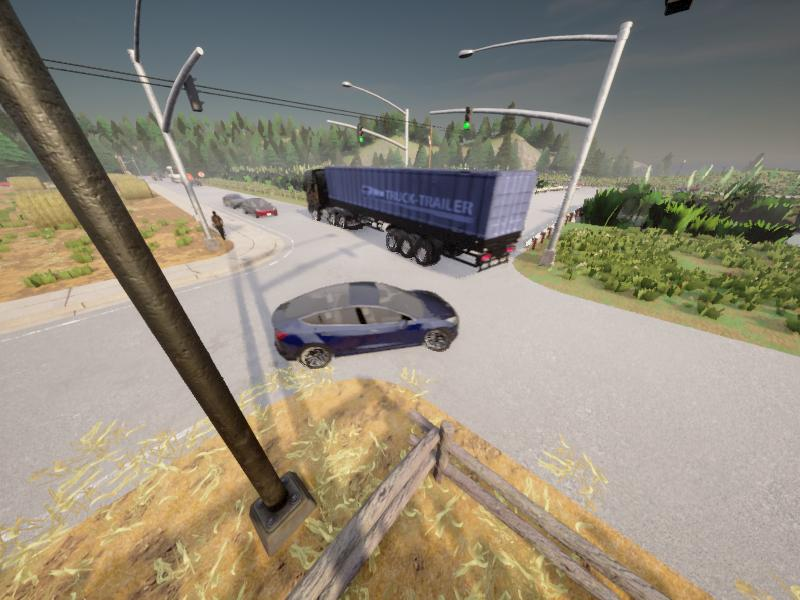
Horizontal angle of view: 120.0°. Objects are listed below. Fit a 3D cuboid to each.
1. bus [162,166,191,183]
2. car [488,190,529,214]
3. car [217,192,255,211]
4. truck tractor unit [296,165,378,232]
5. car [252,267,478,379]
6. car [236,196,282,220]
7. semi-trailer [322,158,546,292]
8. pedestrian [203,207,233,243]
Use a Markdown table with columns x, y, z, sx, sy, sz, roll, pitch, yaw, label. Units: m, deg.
| x | y | z | sx | sy | sz | roll | pitch | yaw | label |
| --- | --- | --- | --- | --- | --- | --- | --- | --- | --- |
| -66.779 | -37.531 | 69.055 | 10.273 | 4.253 | 3.944 | 25 | 38 | 36 | bus |
| 11.213 | -10.164 | 23.755 | 4.674 | 1.442 | 1.812 | -28 | 40 | -35 | car |
| -19.213 | -11.586 | 26.983 | 5.357 | 1.411 | 2.033 | 25 | 38 | 36 | car |
| -5.160 | -8.537 | 18.860 | 3.053 | 4.208 | 6.516 | -26 | 39 | -37 | truck tractor unit |
| -0.763 | 0.393 | 6.217 | 4.792 | 1.488 | 2.163 | -6 | 30 | -10 | car |
| -13.844 | -9.098 | 22.586 | 4.792 | 1.488 | 2.163 | 25 | 38 | 36 | car |
| -0.229 | -5.505 | 13.471 | 2.717 | 4.402 | 14.254 | -20 | 36 | -31 | semi-trailer |
| -10.892 | -4.482 | 13.859 | 0.751 | 1.860 | 0.751 | -24 | 38 | -35 | pedestrian |
